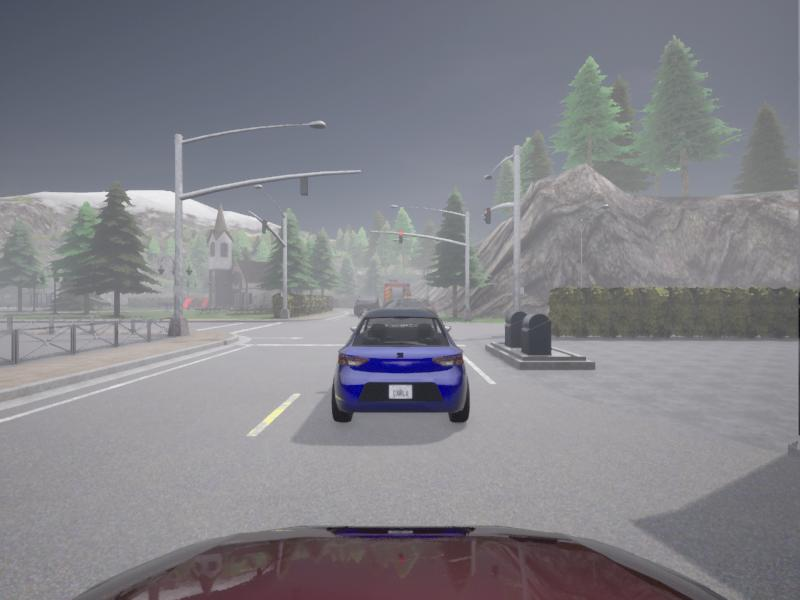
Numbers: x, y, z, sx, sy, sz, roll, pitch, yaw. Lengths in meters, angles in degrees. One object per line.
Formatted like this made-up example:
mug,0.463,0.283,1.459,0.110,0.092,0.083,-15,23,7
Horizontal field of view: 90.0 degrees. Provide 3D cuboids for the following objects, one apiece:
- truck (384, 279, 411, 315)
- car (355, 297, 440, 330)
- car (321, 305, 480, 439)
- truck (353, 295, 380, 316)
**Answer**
truck,-0.443,-0.321,46.708,2.891,3.827,8.468,0,0,-2
car,-0.120,0.695,23.377,4.553,1.767,2.097,0,0,-29
car,0.012,0.854,6.661,1.816,1.474,4.193,0,0,0
truck,-3.439,0.542,42.504,2.390,2.098,6.274,0,0,0
